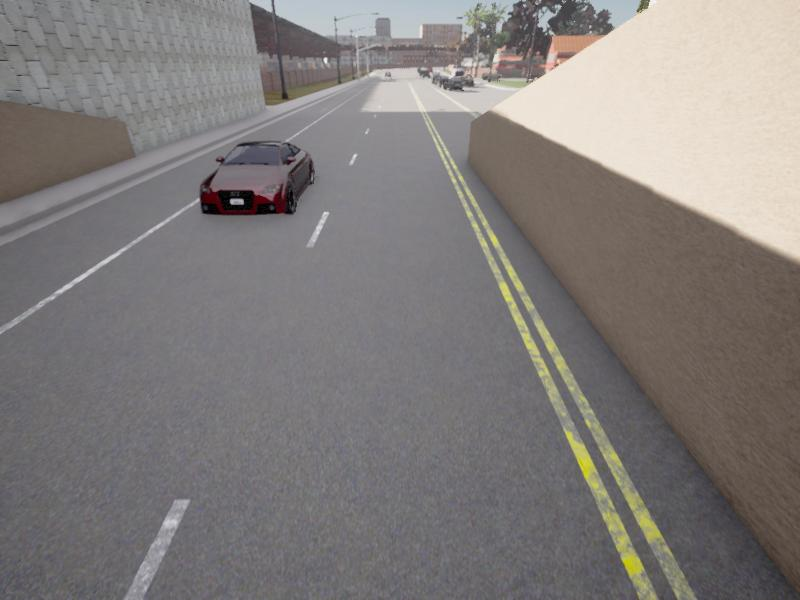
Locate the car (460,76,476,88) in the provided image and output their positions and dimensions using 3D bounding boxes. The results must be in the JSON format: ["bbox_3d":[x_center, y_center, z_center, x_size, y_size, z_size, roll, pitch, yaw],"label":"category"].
[{"bbox_3d":[10.598,-34.080,62.577,1.789,1.549,3.705,0,30,0],"label":"car"}]

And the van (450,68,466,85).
[{"bbox_3d":[10.546,-40.977,73.372,1.988,2.561,5.915,0,30,0],"label":"van"}]

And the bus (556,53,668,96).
[{"bbox_3d":[24.635,-26.582,47.133,10.273,4.253,3.944,0,30,-1],"label":"bus"}]

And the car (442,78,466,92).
[{"bbox_3d":[7.327,-29.439,54.690,2.007,1.525,4.514,-4,31,-7],"label":"car"}]

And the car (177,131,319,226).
[{"bbox_3d":[-3.491,-3.266,10.197,1.994,1.385,4.181,0,30,0],"label":"car"}]

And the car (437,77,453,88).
[{"bbox_3d":[7.058,-34.348,63.090,1.837,1.490,4.892,0,30,0],"label":"car"}]
